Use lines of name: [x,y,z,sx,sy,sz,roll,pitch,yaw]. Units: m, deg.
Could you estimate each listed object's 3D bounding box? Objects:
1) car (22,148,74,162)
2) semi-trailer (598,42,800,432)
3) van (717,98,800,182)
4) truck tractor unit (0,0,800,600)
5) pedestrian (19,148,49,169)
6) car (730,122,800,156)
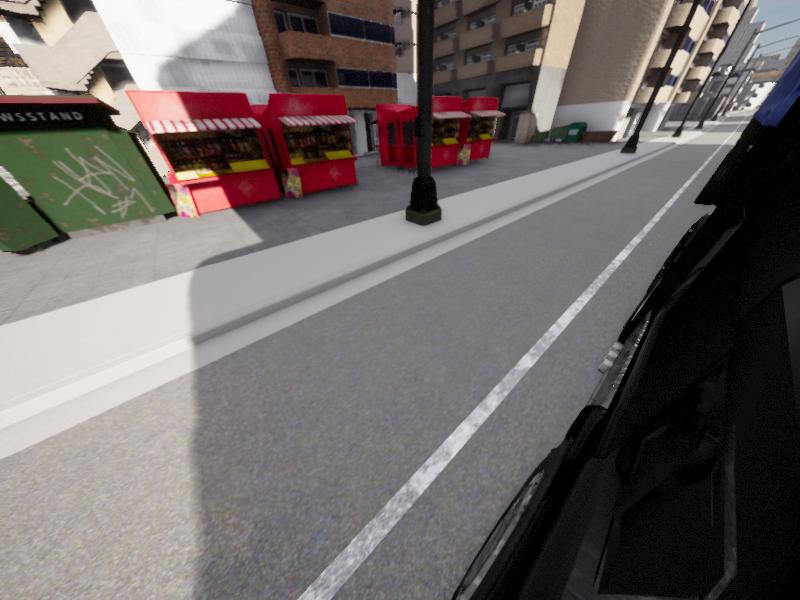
car: [-58.804,-24.389,38.771,2.038,1.542,4.974,-11,38,-10]
semi-trailer: [8.684,-3.620,4.233,14.254,4.402,2.717,-28,44,-30]
van: [16.484,-6.942,9.887,6.366,2.431,2.351,-28,44,-31]
truck tractor unit: [2.645,-0.295,0.351,6.516,4.208,3.053,-28,44,-30]
pedestrian: [-40.808,-15.748,25.751,0.751,1.860,0.751,10,39,17]
car: [23.863,-10.541,15.031,4.902,1.511,2.128,-28,44,-30]
